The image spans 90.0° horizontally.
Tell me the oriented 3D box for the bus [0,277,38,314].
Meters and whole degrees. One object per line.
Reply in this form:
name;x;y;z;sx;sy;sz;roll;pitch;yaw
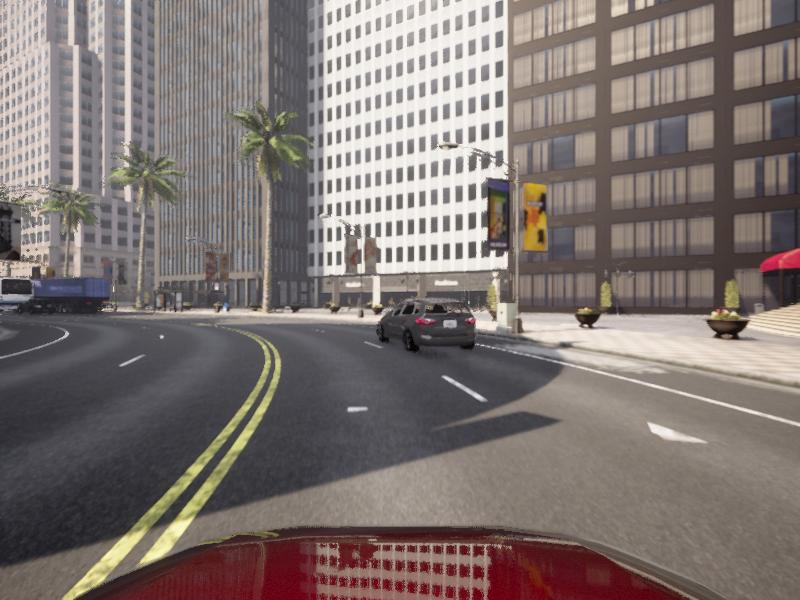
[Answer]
bus;-49.520;-0.514;49.348;10.273;4.253;3.944;0;0;28

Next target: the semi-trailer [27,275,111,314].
semi-trailer;-40.529;-0.605;48.699;14.254;4.402;2.717;0;0;28

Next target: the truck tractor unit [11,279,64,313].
truck tractor unit;-47.530;-0.505;52.401;6.516;4.208;3.053;0;0;28

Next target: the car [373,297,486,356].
car;0.770;0.756;13.866;2.242;1.667;4.611;0;0;-19

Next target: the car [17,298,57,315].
car;-40.749;0.669;44.892;4.605;1.855;1.932;0;0;28
